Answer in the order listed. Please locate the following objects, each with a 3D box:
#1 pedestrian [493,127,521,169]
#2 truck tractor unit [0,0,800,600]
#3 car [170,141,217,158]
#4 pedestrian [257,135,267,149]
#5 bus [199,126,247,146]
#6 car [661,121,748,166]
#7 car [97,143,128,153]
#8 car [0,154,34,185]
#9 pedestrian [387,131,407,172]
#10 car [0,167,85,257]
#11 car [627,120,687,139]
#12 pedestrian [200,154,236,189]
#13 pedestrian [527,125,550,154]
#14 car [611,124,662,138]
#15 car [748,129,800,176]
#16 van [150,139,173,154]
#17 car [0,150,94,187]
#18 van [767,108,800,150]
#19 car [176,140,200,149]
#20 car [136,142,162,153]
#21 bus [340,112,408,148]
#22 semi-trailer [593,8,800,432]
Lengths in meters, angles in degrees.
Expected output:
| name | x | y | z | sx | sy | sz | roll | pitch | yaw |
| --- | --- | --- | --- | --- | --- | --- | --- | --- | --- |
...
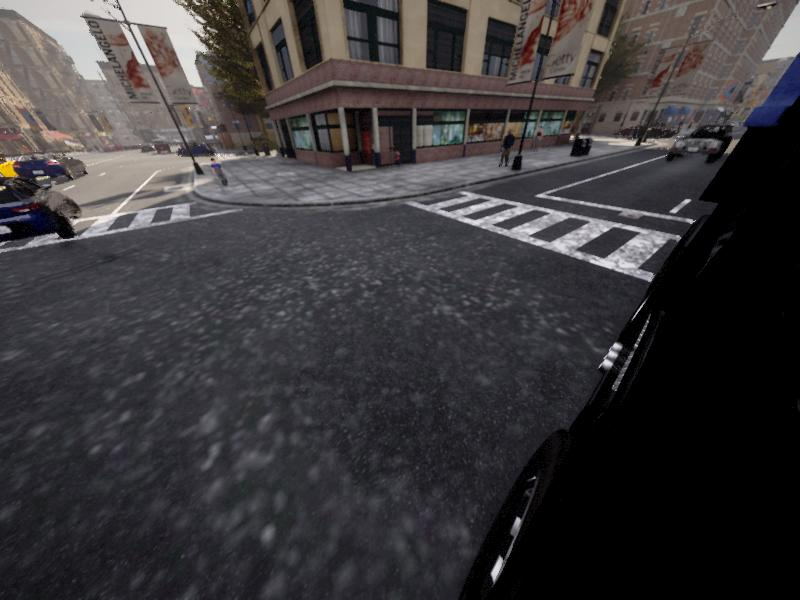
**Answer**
| name | x | y | z | sx | sy | sz | roll | pitch | yaw |
| --- | --- | --- | --- | --- | --- | --- | --- | --- | --- |
| pedestrian | 5.855 | -8.339 | 12.681 | 0.751 | 1.860 | 0.751 | 29 | 47 | 35 |
| truck tractor unit | 2.645 | -0.295 | 0.351 | 6.516 | 4.208 | 3.053 | -28 | 44 | -30 |
| car | -27.257 | -20.050 | 30.715 | 3.988 | 1.617 | 1.851 | -11 | 37 | -11 |
| pedestrian | -23.294 | -26.631 | 38.871 | 0.751 | 1.860 | 0.751 | -25 | 42 | -28 |
| bus | -51.177 | -47.963 | 67.374 | 3.944 | 4.253 | 10.273 | 8 | 38 | 13 |
| car | 17.935 | -9.299 | 13.622 | 4.605 | 1.855 | 1.932 | -25 | 42 | -27 |
| car | -63.018 | -33.458 | 50.792 | 2.002 | 1.452 | 4.674 | -11 | 38 | -12 |
| car | -28.356 | -8.948 | 15.861 | 1.882 | 1.535 | 5.008 | -26 | 43 | -29 |
| pedestrian | -0.140 | -8.381 | 13.051 | 0.751 | 1.860 | 0.751 | -25 | 42 | -27 |
| car | -10.794 | -2.586 | 6.416 | 4.193 | 1.474 | 1.816 | 28 | 47 | 35 |
| car | 33.648 | -22.412 | 30.487 | 1.932 | 1.855 | 4.605 | -16 | 38 | -19 |
| pedestrian | -8.402 | -5.957 | 10.685 | 0.751 | 1.300 | 0.751 | -30 | 45 | -32 |
| pedestrian | 10.984 | -12.770 | 18.386 | 0.751 | 1.860 | 0.751 | -18 | 39 | -20 |
| car | 35.358 | -25.336 | 34.620 | 5.008 | 1.535 | 1.882 | 28 | 46 | 34 |
| car | 18.757 | -6.926 | 10.715 | 4.792 | 1.488 | 2.163 | -25 | 42 | -28 |
| van | -42.177 | -27.305 | 40.959 | 1.775 | 1.987 | 4.442 | -24 | 42 | -27 |
| car | -24.131 | -9.290 | 16.030 | 2.152 | 1.651 | 5.027 | -25 | 42 | -27 |
| van | 31.587 | -13.285 | 17.821 | 6.366 | 2.431 | 2.351 | -25 | 42 | -28 |
| car | -50.222 | -36.966 | 54.831 | 2.163 | 1.488 | 4.792 | -10 | 37 | -10 |
| car | -50.016 | -30.600 | 46.193 | 2.038 | 1.542 | 4.974 | -19 | 39 | -21 |
| bus | -3.973 | -28.279 | 38.369 | 10.273 | 4.253 | 3.944 | -25 | 42 | -28 |
| semi-trailer | 8.995 | -3.360 | 3.948 | 14.254 | 4.402 | 2.717 | -24 | 42 | -27 |
